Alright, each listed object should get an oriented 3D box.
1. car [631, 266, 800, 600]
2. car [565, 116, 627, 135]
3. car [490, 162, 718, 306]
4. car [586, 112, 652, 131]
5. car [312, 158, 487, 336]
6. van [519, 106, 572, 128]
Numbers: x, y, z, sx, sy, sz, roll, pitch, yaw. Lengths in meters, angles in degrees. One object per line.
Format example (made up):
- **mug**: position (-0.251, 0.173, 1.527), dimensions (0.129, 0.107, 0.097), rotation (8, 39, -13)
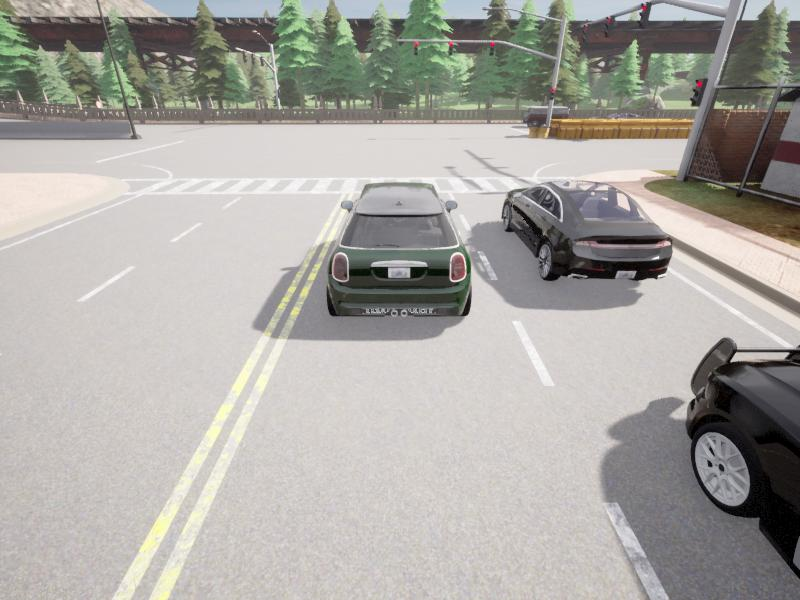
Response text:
- **car**: position (3.501, 1.619, 1.671), dimensions (1.930, 1.638, 5.238), rotation (0, 27, 0)
- **car**: position (16.946, -15.219, 34.764), dimensions (4.181, 1.385, 1.994), rotation (-1, 27, -2)
- **car**: position (3.489, -1.692, 8.262), dimensions (2.128, 1.511, 4.902), rotation (0, 27, 0)
- **car**: position (20.691, -16.939, 37.958), dimensions (4.902, 1.511, 2.128), rotation (-1, 27, -2)
- **car**: position (-0.013, -1.316, 7.219), dimensions (2.097, 1.767, 4.553), rotation (0, 27, 0)
- **van**: position (14.744, -18.660, 40.789), dimensions (4.442, 1.987, 1.775), rotation (-1, 27, -2)
